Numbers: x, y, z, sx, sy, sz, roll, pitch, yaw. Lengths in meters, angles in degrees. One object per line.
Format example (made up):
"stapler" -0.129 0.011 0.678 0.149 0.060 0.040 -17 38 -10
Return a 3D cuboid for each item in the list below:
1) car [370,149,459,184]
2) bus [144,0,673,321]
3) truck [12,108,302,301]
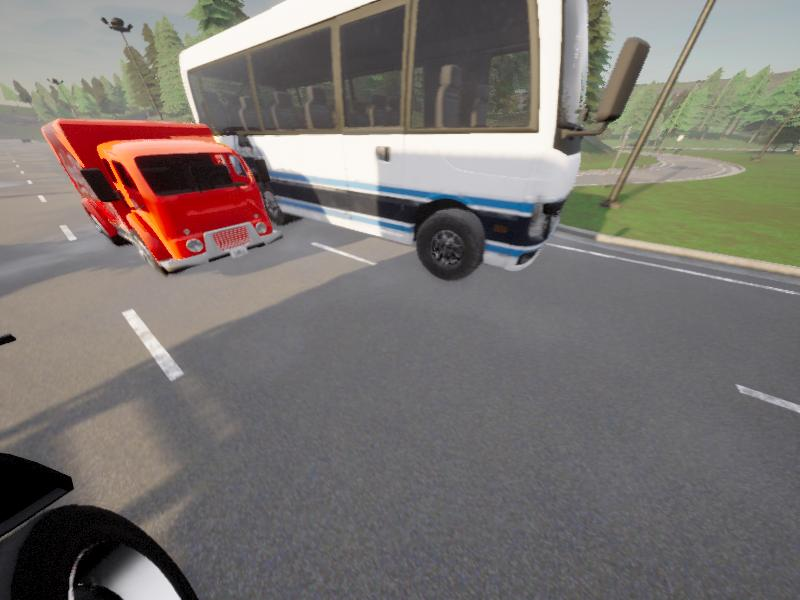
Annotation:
"car" 0.864 -8.372 14.372 5.027 1.651 2.152 4 35 5
"bus" -1.091 -4.046 5.947 10.273 4.253 3.944 22 41 28
"truck" -5.245 -2.461 5.211 5.204 2.467 2.627 22 41 28
